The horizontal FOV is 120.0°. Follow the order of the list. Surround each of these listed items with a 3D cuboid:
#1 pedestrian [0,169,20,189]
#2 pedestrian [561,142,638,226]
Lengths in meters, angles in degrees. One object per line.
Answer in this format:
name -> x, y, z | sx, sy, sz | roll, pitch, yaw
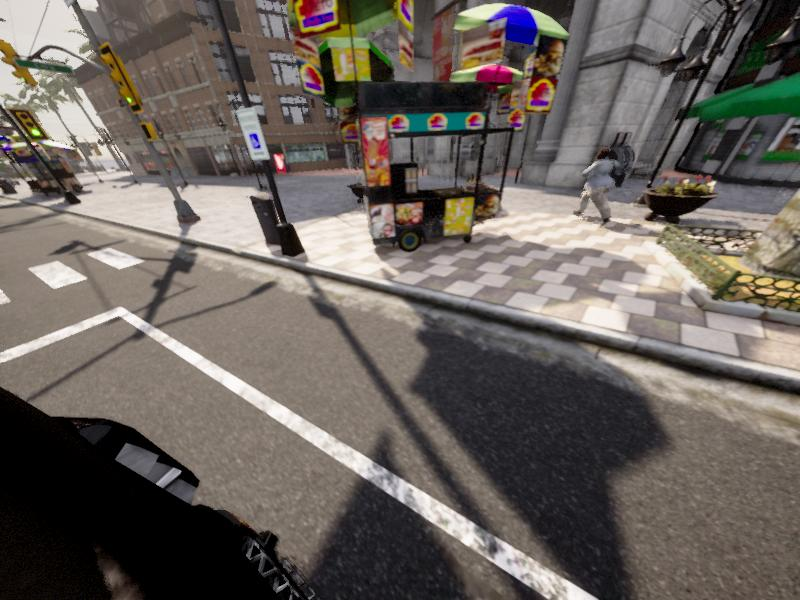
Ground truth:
pedestrian -> -42.939, -13.195, 25.153 | 0.751, 1.860, 0.751 | 25, 43, 36
pedestrian -> 5.248, -3.077, 6.201 | 0.751, 1.860, 0.751 | -17, 36, -20
